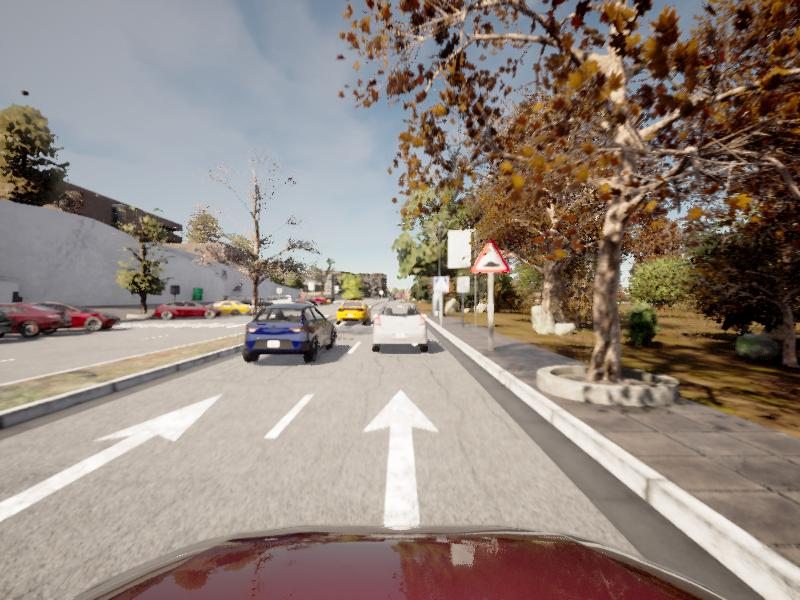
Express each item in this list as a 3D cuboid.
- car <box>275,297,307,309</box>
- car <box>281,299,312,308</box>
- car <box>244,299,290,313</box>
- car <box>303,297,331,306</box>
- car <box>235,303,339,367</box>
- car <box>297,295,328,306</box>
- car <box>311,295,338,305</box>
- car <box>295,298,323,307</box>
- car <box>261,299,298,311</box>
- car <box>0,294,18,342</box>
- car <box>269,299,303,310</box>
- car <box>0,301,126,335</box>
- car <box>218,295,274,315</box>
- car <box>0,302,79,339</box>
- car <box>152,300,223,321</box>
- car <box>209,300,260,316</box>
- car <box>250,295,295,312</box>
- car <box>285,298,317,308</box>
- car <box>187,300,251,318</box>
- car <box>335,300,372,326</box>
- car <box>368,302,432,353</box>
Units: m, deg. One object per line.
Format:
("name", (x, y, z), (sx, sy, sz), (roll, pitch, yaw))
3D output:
("car", (-16.854, 0.448, 61.973), (4.553, 1.767, 2.185), (-1, 1, -20))
("car", (-16.822, 0.566, 64.985), (4.674, 1.452, 2.002), (-1, 1, -20))
("car", (-16.658, 0.711, 50.035), (5.366, 1.575, 1.946), (-1, 0, -20))
("car", (-16.635, 0.266, 80.055), (5.366, 1.575, 1.946), (-1, 1, -20))
("car", (-2.999, 0.840, 11.553), (1.816, 1.474, 4.193), (0, 0, 0))
("car", (-16.791, 0.070, 77.000), (5.566, 2.045, 2.435), (-1, 1, -20))
("car", (-16.831, -0.110, 88.968), (5.566, 2.045, 2.435), (-1, 1, -20))
("car", (-16.787, 0.401, 74.001), (4.792, 1.488, 2.163), (-1, 1, -20))
("car", (-16.851, 0.684, 55.962), (4.792, 1.488, 2.163), (-1, 1, -20))
("car", (-16.826, 0.693, 13.967), (4.553, 1.767, 2.185), (-1, 0, -20))
("car", (-16.826, 0.660, 58.986), (4.674, 1.452, 2.002), (-1, 0, -20))
("car", (-16.824, 0.840, 19.959), (4.792, 1.488, 2.163), (-1, 0, -20))
("car", (-16.811, 0.510, 43.979), (5.566, 2.045, 2.435), (-1, 0, -20))
("car", (-16.847, 0.855, 16.940), (4.674, 1.452, 2.002), (-1, 0, -20))
("car", (-16.816, 0.823, 31.964), (4.792, 1.488, 2.163), (-1, 0, -20))
("car", (-16.840, 0.813, 40.961), (4.674, 1.452, 2.002), (-1, 0, -20))
("car", (-16.856, 0.438, 52.960), (5.566, 2.045, 2.435), (-1, 1, -20))
("car", (-16.811, 0.476, 67.985), (5.008, 1.535, 2.097), (-1, 1, -20))
("car", (-17.010, 0.782, 37.888), (5.366, 1.575, 1.946), (-1, 0, -20))
("car", (-2.996, 0.789, 26.658), (1.882, 1.535, 5.008), (0, 0, 0))
("car", (0.002, 0.808, 13.455), (1.845, 1.501, 3.633), (0, 0, 0))
